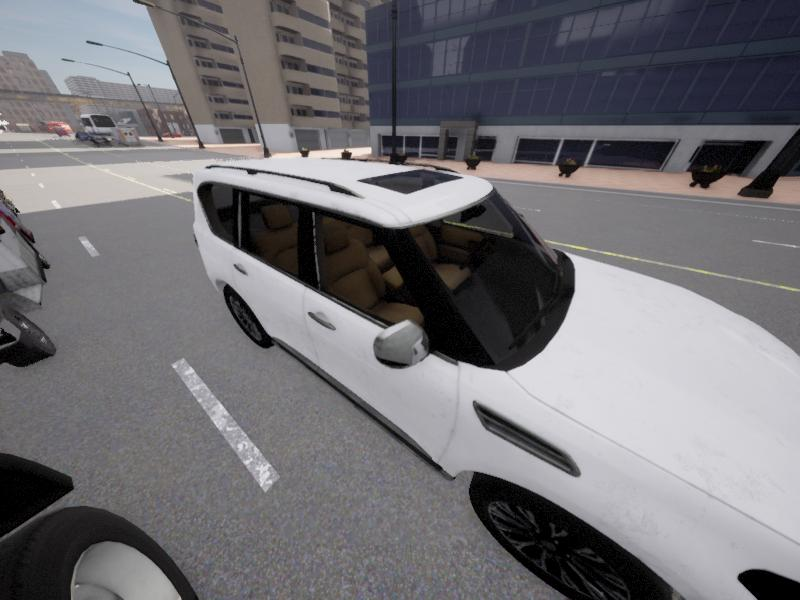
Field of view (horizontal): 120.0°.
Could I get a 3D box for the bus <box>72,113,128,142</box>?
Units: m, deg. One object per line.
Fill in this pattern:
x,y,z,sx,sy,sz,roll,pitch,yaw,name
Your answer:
-60.172,-34.569,46.362,10.273,4.253,3.944,24,41,27,bus

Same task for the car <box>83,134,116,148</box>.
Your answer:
-48.847,-25.869,37.514,4.902,1.511,2.128,24,42,27,car

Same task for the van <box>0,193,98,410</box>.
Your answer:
-6.906,-0.728,2.808,6.366,2.431,2.351,22,41,28,van

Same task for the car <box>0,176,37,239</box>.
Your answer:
-12.929,-2.859,6.572,4.902,1.511,2.128,23,41,28,car

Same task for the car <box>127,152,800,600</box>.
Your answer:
-0.019,-0.211,2.439,5.566,2.045,2.150,23,41,28,car

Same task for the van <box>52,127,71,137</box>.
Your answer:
-84.424,-41.858,57.582,4.442,1.987,1.775,25,42,29,van

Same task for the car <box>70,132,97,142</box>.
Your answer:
-59.550,-30.674,43.481,5.357,1.411,2.033,24,41,27,car

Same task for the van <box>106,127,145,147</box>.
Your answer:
-47.477,-28.212,39.933,6.366,2.431,2.351,24,42,27,van

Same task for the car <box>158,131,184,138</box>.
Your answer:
-67.138,-48.568,67.798,2.242,1.667,4.611,24,42,29,car
